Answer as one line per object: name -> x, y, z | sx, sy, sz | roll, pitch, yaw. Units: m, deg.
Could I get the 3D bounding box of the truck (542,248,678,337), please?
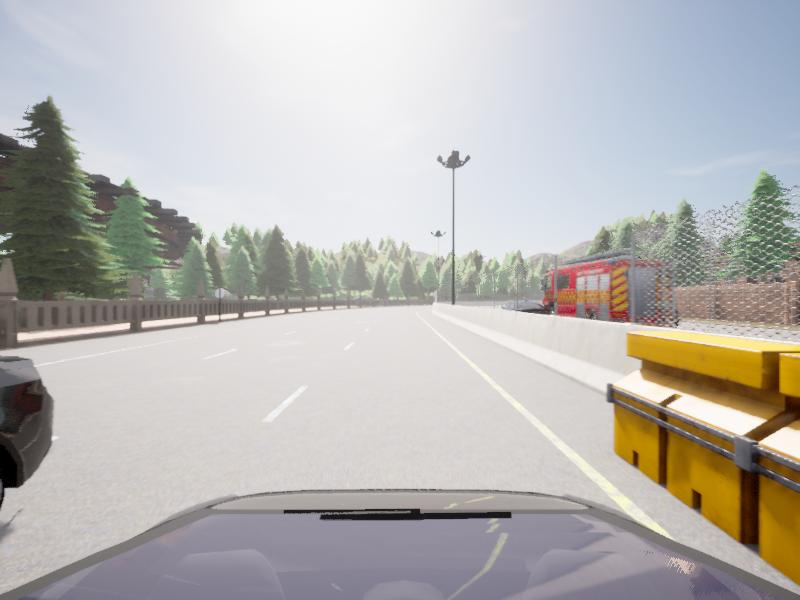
truck -> 10.532, -0.345, 21.439 | 2.891, 3.827, 8.468 | 0, 0, 0

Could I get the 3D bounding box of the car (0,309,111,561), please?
car -> -3.497, 0.834, 0.918 | 2.128, 1.511, 4.902 | 0, 0, 0

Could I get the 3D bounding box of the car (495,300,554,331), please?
car -> 7.030, 0.796, 23.216 | 1.882, 1.535, 5.008 | 0, 0, 0
